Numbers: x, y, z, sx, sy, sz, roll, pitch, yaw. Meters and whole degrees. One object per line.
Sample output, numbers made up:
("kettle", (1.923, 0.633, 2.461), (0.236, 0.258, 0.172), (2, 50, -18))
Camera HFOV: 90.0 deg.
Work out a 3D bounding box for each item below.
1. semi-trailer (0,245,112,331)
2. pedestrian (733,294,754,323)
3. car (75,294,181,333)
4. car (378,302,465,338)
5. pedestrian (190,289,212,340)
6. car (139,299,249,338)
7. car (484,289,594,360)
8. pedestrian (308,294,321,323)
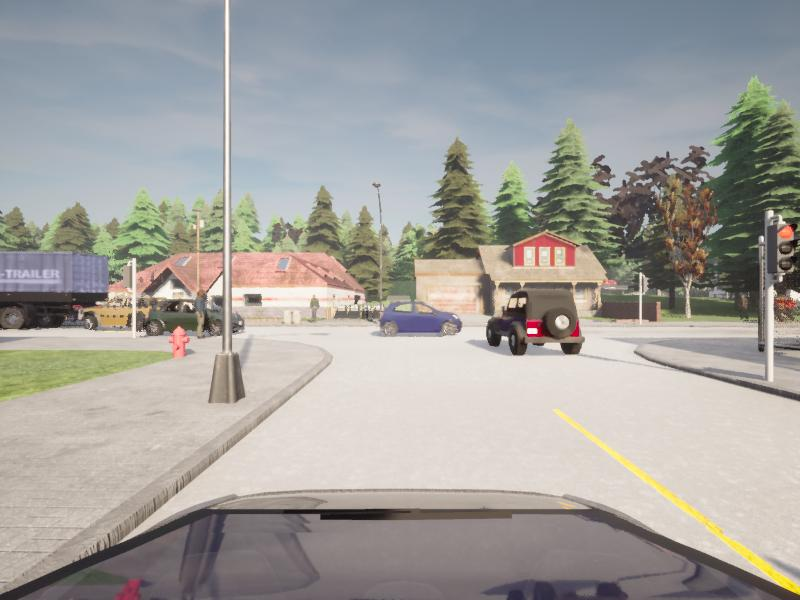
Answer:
("semi-trailer", (-23.991, -0.619, 22.212), (14.254, 4.402, 2.717), (0, 0, 2))
("pedestrian", (22.632, 0.533, 26.361), (0.751, 1.860, 0.751), (0, 0, 0))
("car", (-14.170, 0.655, 20.965), (4.605, 1.855, 1.932), (1, 0, 12))
("car", (0.911, 0.827, 17.688), (3.633, 1.501, 1.845), (0, 0, 1))
("pedestrian", (-7.594, 0.534, 15.250), (0.751, 1.860, 0.751), (0, 0, -28))
("car", (-9.099, 0.789, 17.903), (3.988, 1.617, 1.851), (0, 0, 1))
("car", (4.093, 0.646, 12.521), (1.905, 1.878, 3.866), (0, 0, -4))
("pedestrian", (-5.507, 0.533, 25.747), (0.751, 1.860, 0.751), (0, 0, -13))
